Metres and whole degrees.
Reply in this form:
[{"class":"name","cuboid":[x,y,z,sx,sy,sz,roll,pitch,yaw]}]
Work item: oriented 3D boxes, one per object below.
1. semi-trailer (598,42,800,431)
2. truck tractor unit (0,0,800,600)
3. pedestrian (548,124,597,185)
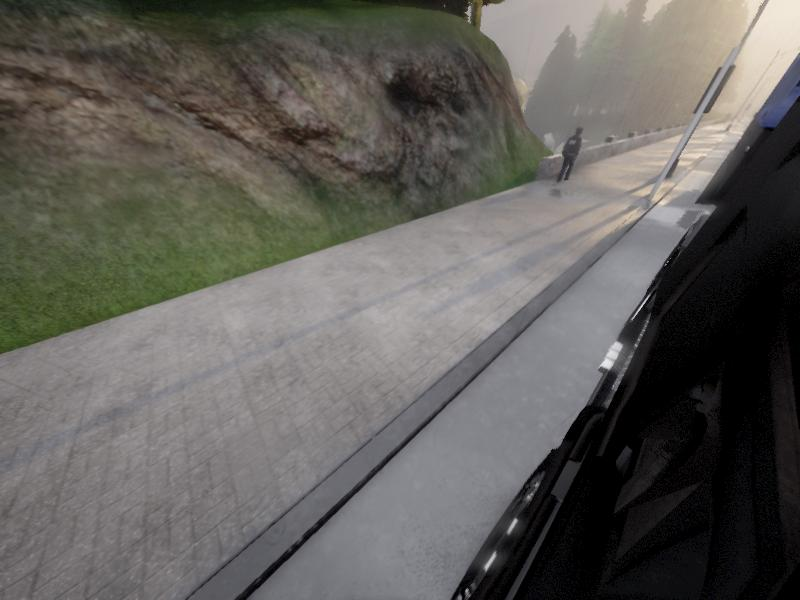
[{"class":"semi-trailer","cuboid":[8.694,-3.607,4.233,14.254,4.402,2.717,-28,44,-30]},{"class":"truck tractor unit","cuboid":[2.645,-0.295,0.351,6.516,4.208,3.053,-28,44,-30]},{"class":"pedestrian","cuboid":[6.593,-5.584,8.906,0.751,1.860,0.751,-27,43,-29]}]
